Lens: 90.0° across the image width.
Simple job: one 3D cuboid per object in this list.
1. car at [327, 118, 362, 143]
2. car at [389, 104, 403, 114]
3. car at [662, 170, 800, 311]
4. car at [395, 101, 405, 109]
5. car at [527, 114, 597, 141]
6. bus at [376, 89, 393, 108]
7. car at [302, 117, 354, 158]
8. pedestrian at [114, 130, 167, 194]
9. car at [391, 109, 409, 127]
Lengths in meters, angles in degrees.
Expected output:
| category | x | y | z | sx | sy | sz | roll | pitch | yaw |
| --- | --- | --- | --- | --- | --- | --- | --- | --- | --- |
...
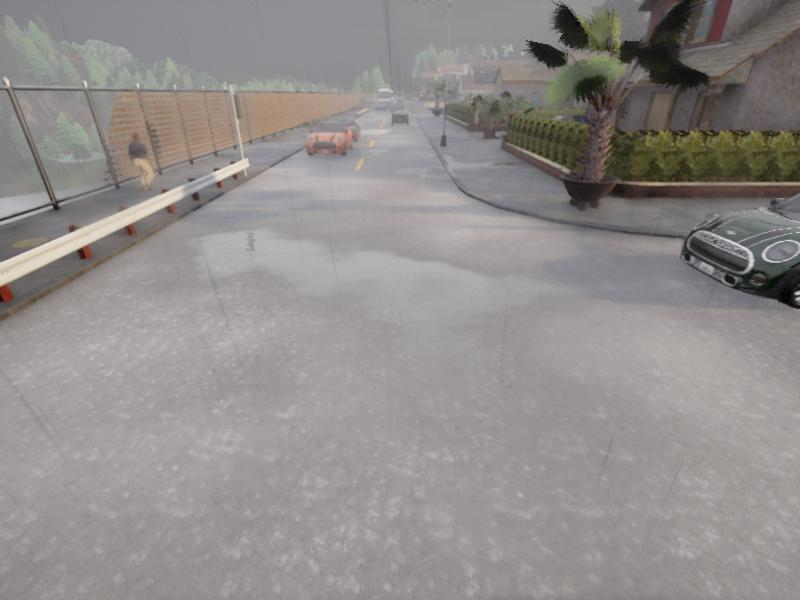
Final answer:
| category | x | y | z | sx | sy | sz | roll | pitch | yaw |
| --- | --- | --- | --- | --- | --- | --- | --- | --- | --- |
| car | -3.993 | -12.519 | 29.455 | 1.994 | 1.385 | 4.181 | 0 | 27 | 0 |
| car | -0.619 | -34.838 | 72.835 | 2.033 | 1.411 | 5.357 | 2 | 27 | 5 |
| car | 7.632 | -1.140 | 6.860 | 4.553 | 1.767 | 2.097 | -1 | 27 | -2 |
| car | 0.044 | -47.794 | 97.875 | 2.242 | 1.667 | 4.611 | 0 | 27 | 0 |
| car | 10.569 | -11.345 | 26.321 | 3.633 | 1.501 | 1.845 | -1 | 27 | -2 |
| bus | -3.831 | -52.359 | 103.775 | 3.944 | 4.253 | 10.273 | 0 | 27 | 0 |
| car | -3.959 | -9.353 | 22.833 | 2.097 | 1.767 | 4.553 | 0 | 27 | 0 |
| pedestrian | -8.380 | -4.479 | 13.001 | 0.751 | 1.860 | 0.751 | 0 | 27 | 1 |
| car | 0.016 | -20.064 | 43.944 | 1.882 | 1.535 | 5.008 | 0 | 27 | 0 |
